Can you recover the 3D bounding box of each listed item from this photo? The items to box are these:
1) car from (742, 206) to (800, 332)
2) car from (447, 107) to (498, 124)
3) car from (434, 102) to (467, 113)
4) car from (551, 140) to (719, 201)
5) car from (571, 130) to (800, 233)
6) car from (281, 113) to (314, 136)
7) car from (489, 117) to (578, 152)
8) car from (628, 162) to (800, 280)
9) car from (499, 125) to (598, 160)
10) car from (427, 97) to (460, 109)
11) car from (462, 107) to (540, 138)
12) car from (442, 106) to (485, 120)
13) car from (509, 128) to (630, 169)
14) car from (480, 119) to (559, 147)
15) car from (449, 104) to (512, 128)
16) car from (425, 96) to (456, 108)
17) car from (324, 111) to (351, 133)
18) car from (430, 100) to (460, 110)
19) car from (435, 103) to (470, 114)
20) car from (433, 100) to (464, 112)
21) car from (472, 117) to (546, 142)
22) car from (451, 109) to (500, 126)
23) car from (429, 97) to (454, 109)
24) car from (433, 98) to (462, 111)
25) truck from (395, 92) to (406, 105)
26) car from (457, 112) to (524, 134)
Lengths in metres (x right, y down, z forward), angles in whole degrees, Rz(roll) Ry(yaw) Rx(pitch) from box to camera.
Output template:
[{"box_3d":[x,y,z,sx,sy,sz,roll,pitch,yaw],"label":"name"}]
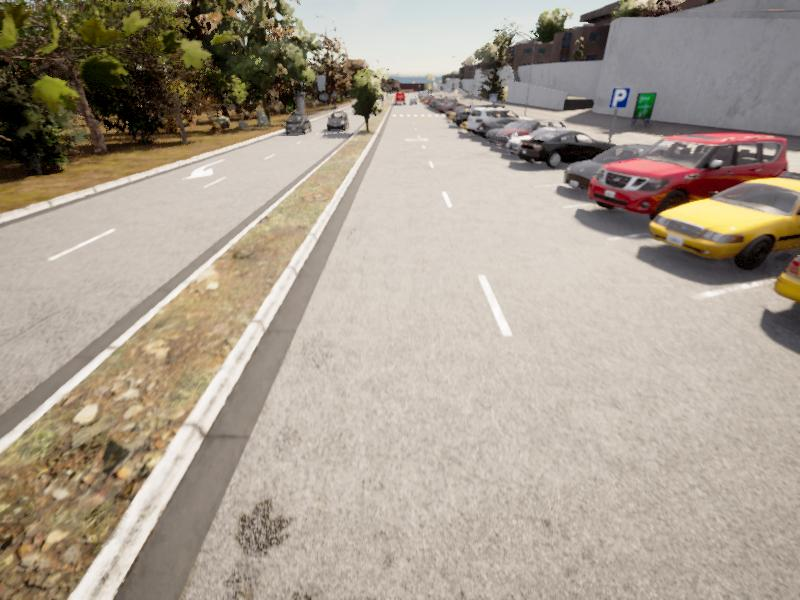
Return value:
[{"box_3d":[8.257,-0.562,5.967,5.366,1.575,1.946,-9,28,-18],"label":"car"},{"box_3d":[8.294,-21.252,45.970,5.366,1.575,1.946,-9,29,-18],"label":"car"},{"box_3d":[8.134,-31.039,64.491,4.674,1.452,2.002,-9,29,-18],"label":"car"},{"box_3d":[8.066,-4.604,13.921,4.792,1.488,2.163,-9,29,-18],"label":"car"},{"box_3d":[8.067,-3.485,11.119,5.566,2.045,2.435,-9,29,-18],"label":"car"},{"box_3d":[-8.720,-15.109,34.359,1.789,1.549,3.705,0,28,0],"label":"car"},{"box_3d":[8.134,-10.219,24.558,4.553,1.767,2.185,-9,29,-18],"label":"car"},{"box_3d":[7.912,-1.875,8.515,5.366,1.575,1.946,-9,29,-18],"label":"car"},{"box_3d":[8.102,-8.698,21.955,4.674,1.452,2.002,-9,29,-18],"label":"car"},{"box_3d":[8.126,-36.886,74.878,5.566,2.045,2.435,-9,30,-18],"label":"car"},{"box_3d":[8.138,-14.467,32.508,5.566,2.045,2.435,-9,29,-18],"label":"car"},{"box_3d":[8.101,-24.001,51.217,4.792,1.488,2.163,-9,30,-18],"label":"car"},{"box_3d":[8.090,-7.367,19.266,5.008,1.535,2.097,-9,28,-18],"label":"car"},{"box_3d":[8.107,-11.437,27.293,4.674,1.452,2.002,-9,29,-18],"label":"car"},{"box_3d":[8.094,-18.626,40.467,5.566,2.045,2.435,-9,30,-18],"label":"car"},{"box_3d":[8.182,-39.699,80.173,5.566,2.045,2.435,-9,29,-18],"label":"car"},{"box_3d":[-5.722,-16.541,37.026,1.851,1.617,3.988,0,28,0],"label":"car"},{"box_3d":[8.140,-35.270,72.375,4.892,1.521,2.231,-9,29,-18],"label":"car"},{"box_3d":[8.111,-29.633,61.821,4.792,1.488,2.163,-9,30,-18],"label":"car"},{"box_3d":[8.113,-32.580,67.039,4.553,1.767,2.185,-9,29,-18],"label":"car"},{"box_3d":[8.133,-12.838,29.974,4.792,1.488,2.163,-9,29,-18],"label":"car"},{"box_3d":[8.124,-19.779,43.273,4.674,1.452,2.002,-9,30,-18],"label":"car"},{"box_3d":[8.045,-38.249,77.498,4.442,1.987,1.878,-9,30,-18],"label":"car"},{"box_3d":[8.254,-34.091,69.673,4.442,1.987,1.878,-9,29,-18],"label":"car"},{"box_3d":[0.093,-46.927,93.219,2.627,2.467,5.204,0,29,0],"label":"truck"},{"box_3d":[7.940,-15.601,35.218,5.366,1.575,1.946,-9,29,-18],"label":"car"}]
